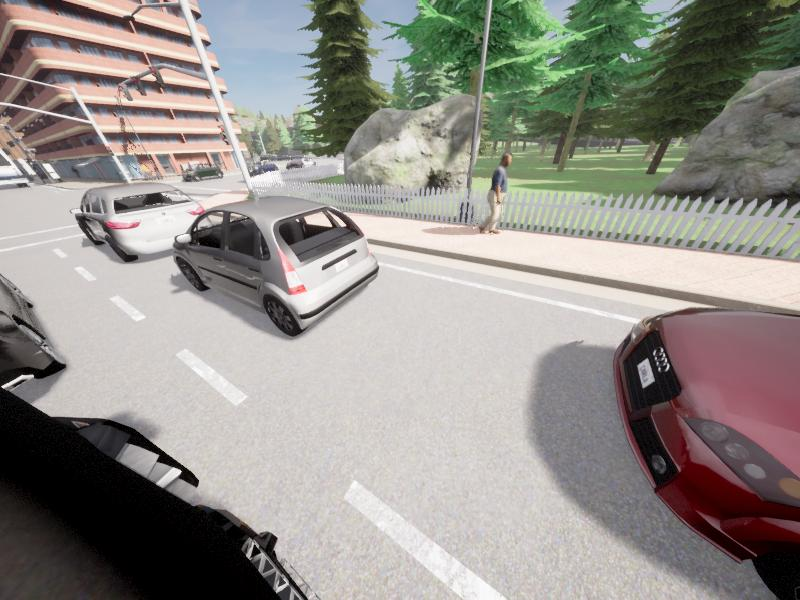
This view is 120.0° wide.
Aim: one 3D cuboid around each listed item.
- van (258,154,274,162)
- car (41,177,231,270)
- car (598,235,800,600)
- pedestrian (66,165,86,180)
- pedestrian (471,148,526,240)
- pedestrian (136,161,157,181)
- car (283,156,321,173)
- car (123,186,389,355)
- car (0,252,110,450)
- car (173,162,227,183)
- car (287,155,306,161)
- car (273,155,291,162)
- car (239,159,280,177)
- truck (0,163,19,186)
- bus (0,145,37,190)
[{"bbox_3d":[-40.266,-42.602,69.340,4.442,1.987,1.775,17,38,27],"label":"van"},{"bbox_3d":[-7.776,-2.546,6.876,4.611,1.667,2.242,17,38,27],"label":"car"},{"bbox_3d":[3.739,1.000,0.915,4.181,1.385,1.994,18,39,28],"label":"car"},{"bbox_3d":[-46.057,-18.141,32.847,0.751,1.860,0.751,16,38,26],"label":"pedestrian"},{"bbox_3d":[2.314,-2.508,5.545,0.751,1.860,0.751,16,38,27],"label":"pedestrian"},{"bbox_3d":[-27.275,-13.888,24.882,0.751,1.860,0.751,22,41,32],"label":"pedestrian"},{"bbox_3d":[-12.405,-17.432,29.677,2.038,1.542,4.974,3,34,9],"label":"car"},{"bbox_3d":[-2.423,-0.927,4.080,3.988,1.617,1.851,16,38,27],"label":"car"},{"bbox_3d":[-6.015,0.309,2.584,4.902,1.511,2.128,16,38,27],"label":"car"},{"bbox_3d":[-21.157,-13.658,24.657,1.789,1.549,3.705,9,35,17],"label":"car"},{"bbox_3d":[-30.293,-41.636,67.634,5.357,1.411,2.033,17,38,27],"label":"car"},{"bbox_3d":[-33.551,-40.388,65.923,4.892,1.490,1.837,17,38,27],"label":"car"},{"bbox_3d":[-16.472,-15.682,27.411,1.970,1.475,3.806,4,34,10],"label":"car"},{"bbox_3d":[-60.300,-18.898,33.628,8.468,3.827,2.891,16,38,27],"label":"truck"},{"bbox_3d":[-49.467,-15.795,27.736,10.273,4.253,3.944,16,38,27],"label":"bus"}]
